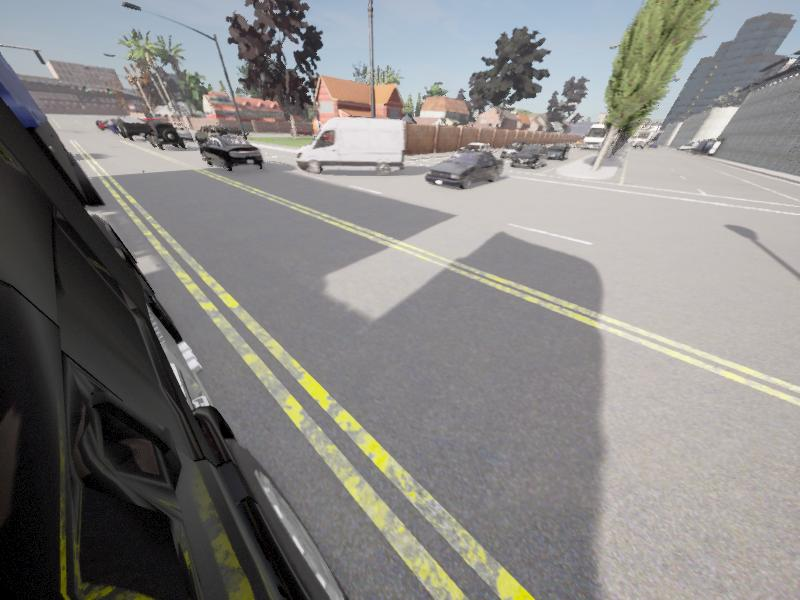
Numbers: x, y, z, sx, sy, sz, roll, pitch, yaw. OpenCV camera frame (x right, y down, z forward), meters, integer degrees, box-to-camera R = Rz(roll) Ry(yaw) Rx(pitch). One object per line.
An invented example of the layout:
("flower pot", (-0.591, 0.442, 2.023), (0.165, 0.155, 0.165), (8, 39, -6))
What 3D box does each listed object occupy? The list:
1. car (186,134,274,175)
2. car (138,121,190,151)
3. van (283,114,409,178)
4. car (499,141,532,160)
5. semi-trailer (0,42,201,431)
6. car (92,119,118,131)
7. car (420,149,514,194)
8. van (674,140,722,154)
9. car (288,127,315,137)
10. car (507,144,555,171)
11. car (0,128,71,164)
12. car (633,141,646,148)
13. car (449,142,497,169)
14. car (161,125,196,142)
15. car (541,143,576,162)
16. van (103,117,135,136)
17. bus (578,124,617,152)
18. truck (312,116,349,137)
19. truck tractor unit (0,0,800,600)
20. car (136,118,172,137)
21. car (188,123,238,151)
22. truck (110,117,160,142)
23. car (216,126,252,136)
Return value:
("car", (-9.617, -8.333, 13.055), (4.902, 1.511, 2.128), (28, 43, 30))
("car", (-20.549, -14.289, 20.114), (3.866, 1.878, 1.905), (28, 43, 30))
("van", (-2.674, -8.392, 12.687), (5.915, 2.561, 1.988), (-3, 39, -7))
("car", (12.334, -16.031, 24.698), (1.789, 1.549, 3.705), (28, 43, 30))
("semi-trailer", (-8.699, -3.582, 4.259), (14.254, 4.402, 2.717), (28, 43, 30))
("car", (-52.904, -31.324, 41.385), (4.514, 1.525, 2.007), (28, 44, 30))
("car", (3.562, -6.751, 11.805), (2.033, 1.411, 5.357), (30, 44, 32))
("van", (68.435, -35.394, 53.249), (1.988, 2.561, 5.915), (-18, 39, -25))
("car", (-22.280, -38.111, 52.350), (2.152, 1.651, 5.027), (27, 43, 29))
("car", (10.631, -11.550, 18.610), (1.837, 1.490, 4.892), (28, 43, 30))
("car", (-21.071, -8.893, 13.248), (4.181, 1.385, 1.994), (28, 43, 30))
("car", (71.902, -46.666, 69.347), (2.033, 1.649, 4.856), (28, 43, 30))
("car", (5.795, -11.466, 18.224), (1.970, 1.475, 3.806), (28, 43, 30))
("car", (-26.876, -20.193, 28.045), (3.806, 1.475, 1.970), (28, 43, 30))
("car", (17.397, -16.256, 25.329), (2.007, 1.525, 4.514), (28, 43, 30))
("van", (-39.590, -24.419, 32.550), (4.442, 1.987, 1.775), (28, 44, 30))
("bus", (40.892, -33.498, 47.673), (3.944, 4.253, 10.273), (28, 43, 30))
("truck", (-16.942, -42.813, 57.157), (2.891, 3.827, 8.468), (27, 43, 29))
("truck tractor unit", (-2.645, -0.295, 0.352), (6.516, 4.208, 3.053), (28, 44, 30))
("car", (-36.409, -25.482, 34.117), (5.566, 2.045, 2.150), (28, 44, 30))
("car", (-17.782, -15.519, 21.949), (4.605, 1.855, 1.932), (28, 44, 30))
("truck", (-30.508, -19.644, 26.568), (6.274, 2.098, 2.390), (28, 44, 30))
("car", (-31.085, -31.768, 43.397), (1.837, 1.490, 4.892), (27, 43, 29))
